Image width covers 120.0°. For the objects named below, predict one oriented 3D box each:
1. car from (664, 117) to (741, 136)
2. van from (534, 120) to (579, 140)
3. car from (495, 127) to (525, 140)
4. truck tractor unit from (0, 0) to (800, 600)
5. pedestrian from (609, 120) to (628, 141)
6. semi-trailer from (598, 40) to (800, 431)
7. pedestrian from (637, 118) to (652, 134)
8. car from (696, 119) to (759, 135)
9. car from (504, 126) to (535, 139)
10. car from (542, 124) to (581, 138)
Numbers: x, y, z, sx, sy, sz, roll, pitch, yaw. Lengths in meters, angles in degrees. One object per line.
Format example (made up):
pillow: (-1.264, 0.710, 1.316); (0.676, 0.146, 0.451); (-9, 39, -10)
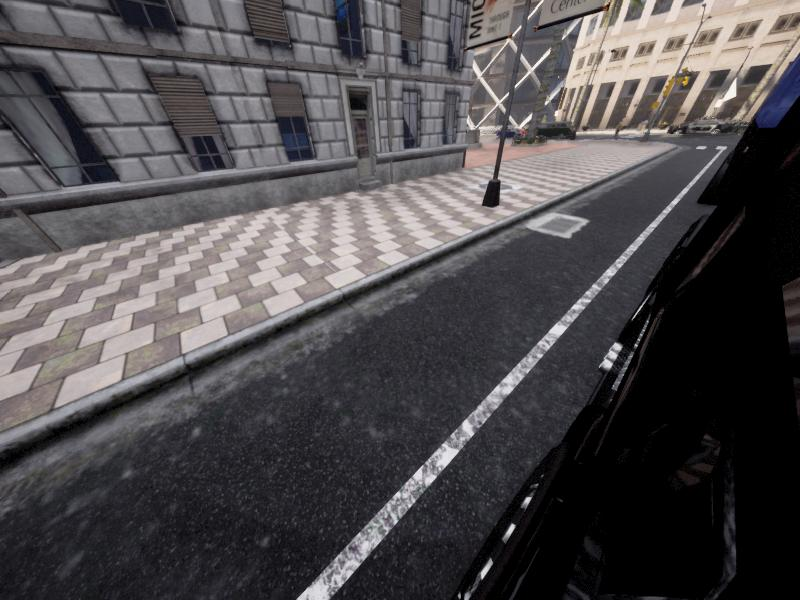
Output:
car: (35.571, -20.478, 27.382); (1.930, 1.638, 5.238); (-28, 44, -30)
van: (21.570, -23.478, 31.986); (1.775, 1.987, 4.442); (-30, 45, -32)
car: (17.052, -25.847, 35.813); (3.633, 1.501, 1.845); (23, 44, 30)
truck tractor unit: (2.645, -0.295, 0.351); (6.516, 4.208, 3.053); (-28, 44, -30)
pedestrian: (24.673, -19.199, 26.138); (0.751, 1.860, 0.751); (-27, 43, -29)
semi-trailer: (8.695, -3.609, 4.227); (14.254, 4.402, 2.717); (-28, 44, -30)
pedestrian: (35.927, -25.605, 33.984); (0.751, 1.860, 0.751); (29, 47, 35)
car: (39.489, -20.946, 27.987); (1.994, 1.385, 4.181); (-28, 44, -30)
car: (19.504, -27.359, 37.725); (3.806, 1.475, 1.970); (24, 44, 31)
car: (23.853, -25.020, 34.218); (1.851, 1.617, 3.988); (-31, 45, -32)
